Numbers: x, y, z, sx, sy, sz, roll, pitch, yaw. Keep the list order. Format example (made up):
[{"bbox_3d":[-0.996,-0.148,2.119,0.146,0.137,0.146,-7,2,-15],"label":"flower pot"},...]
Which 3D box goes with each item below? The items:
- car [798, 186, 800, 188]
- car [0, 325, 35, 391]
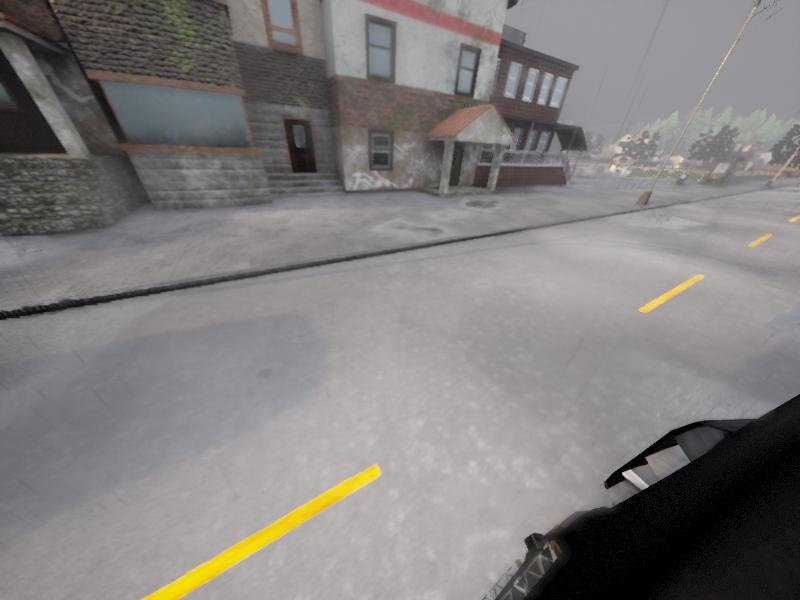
[{"bbox_3d":[53.130,-14.845,29.195,5.357,1.411,2.033,-15,37,-25],"label":"car"},{"bbox_3d":[-6.042,1.058,0.438,5.238,1.638,1.930,-15,37,-25],"label":"car"}]
